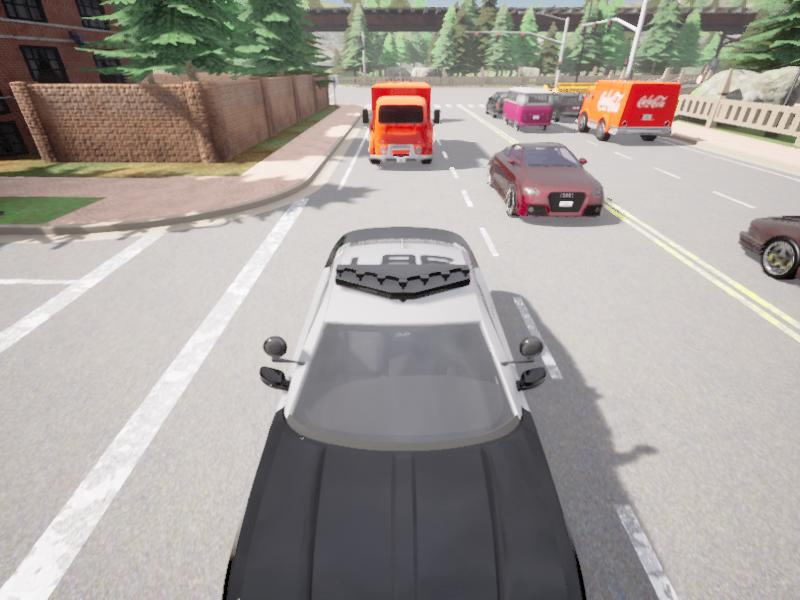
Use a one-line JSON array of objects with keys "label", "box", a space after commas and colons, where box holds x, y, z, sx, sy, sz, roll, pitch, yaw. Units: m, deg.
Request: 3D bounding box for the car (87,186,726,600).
[{"label": "car", "box": [0.022, 0.513, 3.502, 1.930, 1.638, 5.238, 0, 30, 0]}]

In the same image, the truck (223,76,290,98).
[{"label": "truck", "box": [-15.637, -23.477, 44.056, 6.274, 2.098, 2.390, 0, 30, 0]}]

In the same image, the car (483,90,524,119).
[{"label": "car", "box": [7.053, -13.509, 27.581, 1.789, 1.549, 3.705, 0, 30, 0]}]

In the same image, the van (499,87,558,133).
[{"label": "van", "box": [7.046, -10.762, 22.448, 1.775, 1.987, 4.442, 0, 30, 0]}]

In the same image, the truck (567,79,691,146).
[{"label": "truck", "box": [10.546, -9.141, 19.194, 2.627, 2.467, 5.204, 0, 30, 0]}]

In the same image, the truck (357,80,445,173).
[{"label": "truck", "box": [0.040, -6.640, 14.882, 2.627, 2.467, 5.204, 0, 32, 0]}]

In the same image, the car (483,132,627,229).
[{"label": "car", "box": [3.530, -3.203, 10.132, 1.994, 1.385, 4.181, 0, 30, 0]}]

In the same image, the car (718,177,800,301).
[{"label": "car", "box": [7.025, -0.144, 4.881, 2.033, 1.411, 5.357, 0, 30, 0]}]

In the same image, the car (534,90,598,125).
[{"label": "car", "box": [10.550, -12.554, 25.880, 2.033, 1.649, 4.856, 0, 30, 0]}]
